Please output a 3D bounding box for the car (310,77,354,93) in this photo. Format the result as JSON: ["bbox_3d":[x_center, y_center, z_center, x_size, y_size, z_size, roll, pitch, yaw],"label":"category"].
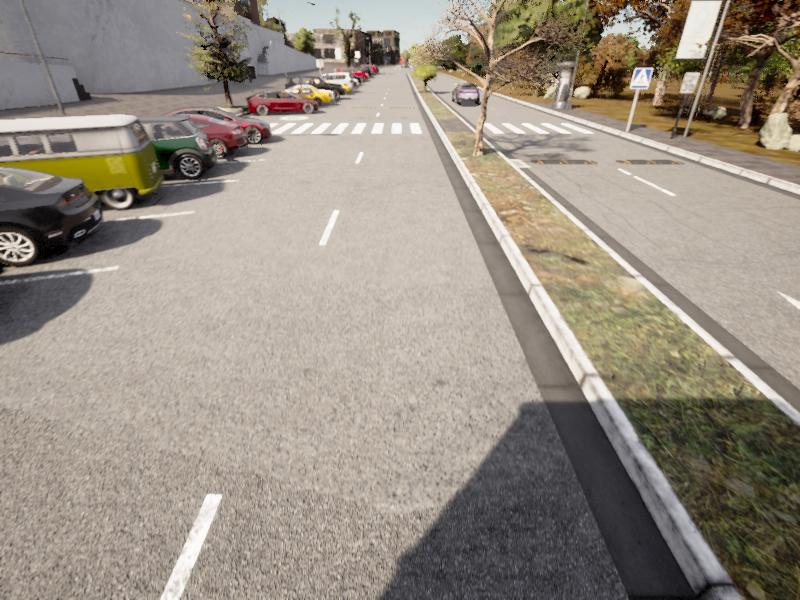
[{"bbox_3d":[-8.135,-25.853,48.078,4.792,1.488,2.163,-11,33,-17],"label":"car"}]

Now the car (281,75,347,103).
[{"bbox_3d":[-8.078,-19.926,37.664,5.566,2.045,2.435,-11,32,-17],"label":"car"}]

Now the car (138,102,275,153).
[{"bbox_3d":[-8.059,-7.459,17.129,4.792,1.488,2.163,-11,32,-17],"label":"car"}]

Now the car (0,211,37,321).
[{"bbox_3d":[-8.053,-0.108,4.126,5.566,2.045,2.435,-11,32,-17],"label":"car"}]

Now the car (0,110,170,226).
[{"bbox_3d":[-8.190,-3.088,9.227,4.442,1.987,1.878,-11,32,-17],"label":"car"}]

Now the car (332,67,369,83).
[{"bbox_3d":[-8.102,-37.052,65.898,5.566,2.045,2.435,-11,33,-17],"label":"car"}]

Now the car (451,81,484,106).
[{"bbox_3d":[5.739,-18.034,34.855,2.033,1.649,4.856,0,31,0],"label":"car"}]

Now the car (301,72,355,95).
[{"bbox_3d":[-8.136,-24.543,45.366,5.566,2.045,2.435,-11,33,-17],"label":"car"}]

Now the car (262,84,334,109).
[{"bbox_3d":[-8.269,-16.602,32.552,5.366,1.575,1.946,-11,32,-17],"label":"car"}]

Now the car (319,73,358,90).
[{"bbox_3d":[-8.145,-29.105,53.139,4.553,1.767,2.185,-11,33,-17],"label":"car"}]

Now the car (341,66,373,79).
[{"bbox_3d":[-8.159,-43.278,76.122,5.566,2.045,2.435,-11,33,-17],"label":"car"}]

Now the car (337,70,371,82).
[{"bbox_3d":[-7.951,-38.433,68.631,5.366,1.575,1.946,-11,33,-17],"label":"car"}]

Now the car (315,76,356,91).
[{"bbox_3d":[-8.114,-27.408,50.673,4.674,1.452,2.002,-11,32,-17],"label":"car"}]

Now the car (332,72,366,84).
[{"bbox_3d":[-8.095,-35.247,63.482,4.792,1.488,2.163,-11,33,-17],"label":"car"}]

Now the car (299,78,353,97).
[{"bbox_3d":[-7.933,-22.824,42.984,5.366,1.575,1.946,-11,32,-17],"label":"car"}]

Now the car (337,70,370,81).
[{"bbox_3d":[-8.300,-39.920,71.081,5.366,1.575,1.946,-11,33,-17],"label":"car"}]

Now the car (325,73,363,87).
[{"bbox_3d":[-8.110,-32.130,58.335,5.008,1.535,2.097,-11,33,-17],"label":"car"}]

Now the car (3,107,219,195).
[{"bbox_3d":[-8.053,-4.547,11.891,4.553,1.767,2.185,-11,32,-17],"label":"car"}]

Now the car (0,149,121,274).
[{"bbox_3d":[-8.070,-1.400,6.810,4.892,1.521,2.231,-11,32,-17],"label":"car"}]

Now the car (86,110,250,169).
[{"bbox_3d":[-8.078,-5.915,14.535,4.674,1.452,2.002,-11,32,-17],"label":"car"}]

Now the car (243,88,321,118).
[{"bbox_3d":[-8.067,-13.562,27.467,4.792,1.488,2.163,-11,32,-17],"label":"car"}]

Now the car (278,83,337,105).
[{"bbox_3d":[-8.103,-18.135,35.216,4.674,1.452,2.002,-11,32,-17],"label":"car"}]
